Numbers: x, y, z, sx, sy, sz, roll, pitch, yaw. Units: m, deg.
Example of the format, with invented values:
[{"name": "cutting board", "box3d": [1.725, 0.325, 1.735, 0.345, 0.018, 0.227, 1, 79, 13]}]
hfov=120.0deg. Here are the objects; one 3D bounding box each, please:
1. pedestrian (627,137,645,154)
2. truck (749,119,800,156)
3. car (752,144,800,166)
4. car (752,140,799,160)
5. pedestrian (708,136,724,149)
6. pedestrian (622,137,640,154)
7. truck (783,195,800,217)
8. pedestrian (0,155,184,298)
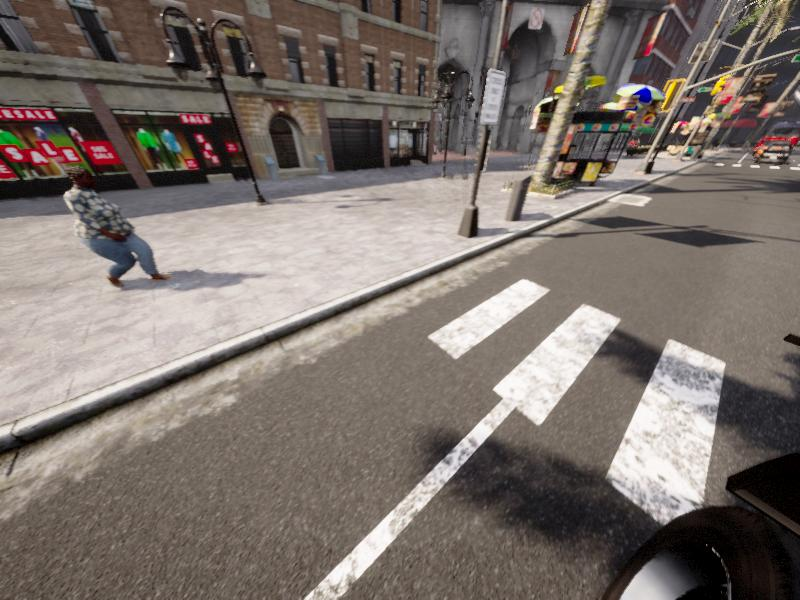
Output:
[{"name": "pedestrian", "box3d": [31.456, -20.591, 30.842, 0.751, 1.860, 0.751, -4, 36, -5]}, {"name": "truck", "box3d": [52.497, -22.272, 31.717, 8.468, 3.827, 2.891, -21, 40, -27]}, {"name": "car", "box3d": [34.845, -13.547, 21.467, 3.705, 1.549, 1.789, -24, 42, -30]}, {"name": "car", "box3d": [43.063, -17.353, 26.579, 4.553, 1.767, 2.097, -24, 42, -30]}, {"name": "pedestrian", "box3d": [59.161, -29.508, 43.268, 0.751, 1.860, 0.751, -13, 37, -17]}, {"name": "pedestrian", "box3d": [30.689, -20.513, 30.739, 0.751, 1.860, 0.751, -3, 35, -4]}, {"name": "truck", "box3d": [16.517, -3.169, 6.457, 6.274, 2.098, 2.390, 1, 35, 1]}, {"name": "pedestrian", "box3d": [-4.369, -1.062, 3.486, 0.751, 1.860, 0.751, -10, 36, -13]}]
